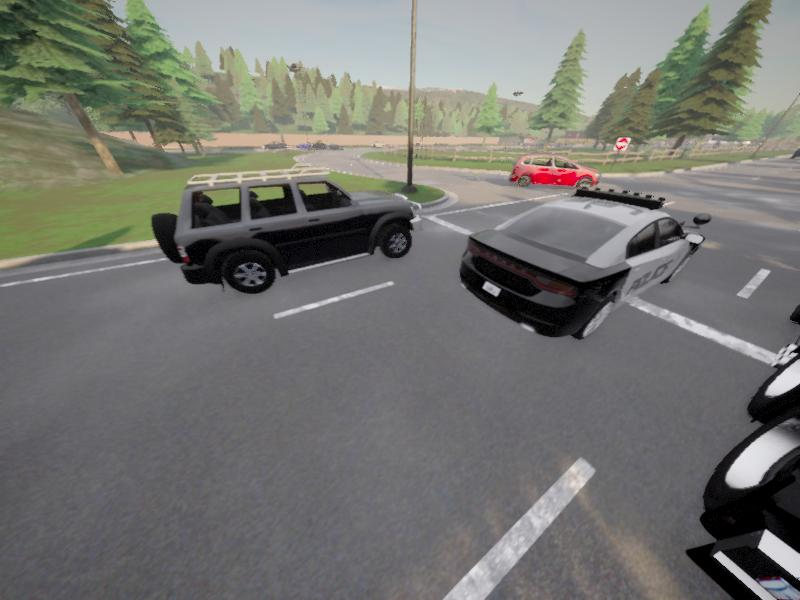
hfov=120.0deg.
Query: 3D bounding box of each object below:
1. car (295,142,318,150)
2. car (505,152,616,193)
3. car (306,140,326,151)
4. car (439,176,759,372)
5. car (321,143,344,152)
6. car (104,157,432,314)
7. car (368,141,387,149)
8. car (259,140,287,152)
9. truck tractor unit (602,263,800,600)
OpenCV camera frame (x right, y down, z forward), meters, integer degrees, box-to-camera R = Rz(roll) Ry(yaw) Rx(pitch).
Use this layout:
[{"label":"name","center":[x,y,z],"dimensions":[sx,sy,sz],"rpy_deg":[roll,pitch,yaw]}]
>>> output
[{"label":"car","center":[-22.588,-37.291,55.948],"dimensions":[4.514,1.525,2.007],"rpy_deg":[-18,39,-25]},{"label":"car","center":[8.722,-7.387,13.200],"dimensions":[4.611,1.667,2.242],"rpy_deg":[12,37,16]},{"label":"car","center":[-19.619,-36.135,53.926],"dimensions":[3.866,1.878,1.905],"rpy_deg":[-20,40,-24]},{"label":"car","center":[3.456,-1.017,4.050],"dimensions":[5.238,1.638,1.930],"rpy_deg":[-17,39,-25]},{"label":"car","center":[-14.575,-32.937,49.860],"dimensions":[4.181,1.385,1.994],"rpy_deg":[-18,39,-25]},{"label":"car","center":[-1.845,-1.696,4.772],"dimensions":[4.605,1.855,1.932],"rpy_deg":[-19,39,-24]},{"label":"car","center":[-6.187,-42.856,63.709],"dimensions":[4.605,1.855,1.932],"rpy_deg":[-18,39,-25]},{"label":"car","center":[-26.021,-31.701,47.534],"dimensions":[4.605,1.855,1.932],"rpy_deg":[-18,39,-25]},{"label":"truck tractor unit","center":[5.111,-0.301,0.781],"dimensions":[6.516,4.208,3.053],"rpy_deg":[-18,39,-24]}]
